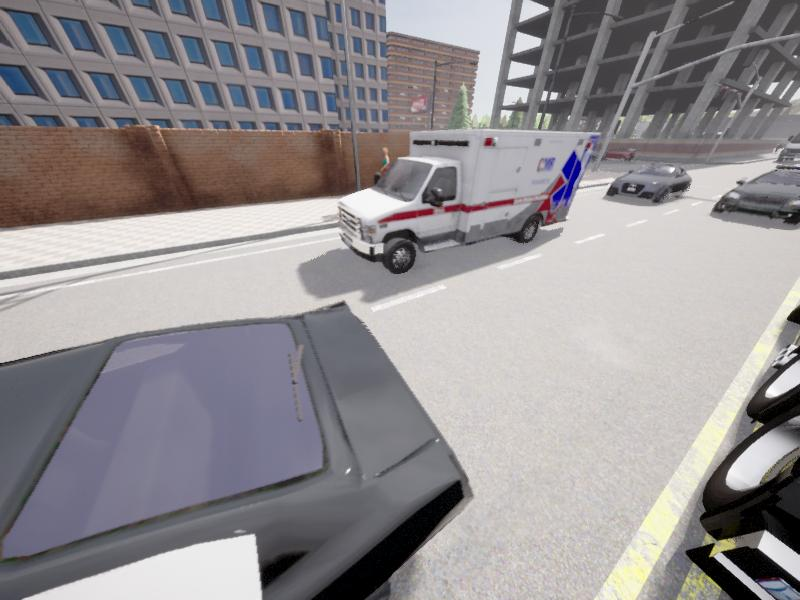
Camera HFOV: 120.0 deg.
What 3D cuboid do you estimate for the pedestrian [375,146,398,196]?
[{"bbox_3d":[-0.584,-5.693,10.237,0.751,1.860,0.751,-12,37,-16],"label":"pedestrian"}]

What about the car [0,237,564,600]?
[{"bbox_3d":[-2.151,1.244,0.860,4.974,1.542,2.038,-18,39,-24],"label":"car"}]

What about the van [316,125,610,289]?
[{"bbox_3d":[1.670,-2.680,5.738,6.366,2.431,2.351,-18,39,-24],"label":"van"}]

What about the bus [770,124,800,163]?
[{"bbox_3d":[55.149,-20.778,30.551,10.273,4.253,3.944,-18,39,-24],"label":"bus"}]

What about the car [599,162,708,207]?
[{"bbox_3d":[11.957,-5.598,10.936,4.181,1.385,1.994,-18,39,-24],"label":"car"}]

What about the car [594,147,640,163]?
[{"bbox_3d":[28.377,-19.098,30.299,1.789,1.549,3.705,-18,39,-24],"label":"car"}]

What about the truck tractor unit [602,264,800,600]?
[{"bbox_3d":[5.110,-0.302,0.782,6.516,4.208,3.053,-18,39,-24],"label":"truck tractor unit"}]

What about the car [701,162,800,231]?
[{"bbox_3d":[13.961,-4.010,8.526,4.974,1.542,2.038,-18,39,-24],"label":"car"}]
